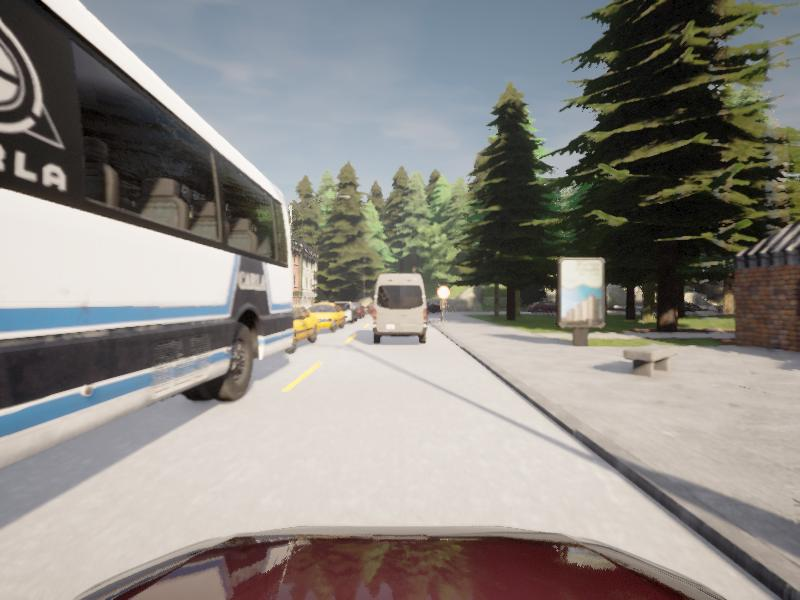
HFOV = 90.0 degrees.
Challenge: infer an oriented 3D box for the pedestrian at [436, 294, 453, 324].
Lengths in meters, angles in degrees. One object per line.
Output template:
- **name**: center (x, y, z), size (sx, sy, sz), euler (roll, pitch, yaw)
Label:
- **pedestrian**: center (2.825, 0.544, 25.530), size (0.751, 1.860, 0.751), euler (0, 0, -34)

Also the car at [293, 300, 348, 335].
- **car**: center (-3.999, 0.810, 21.028), size (1.801, 1.575, 5.366), euler (0, 0, 0)

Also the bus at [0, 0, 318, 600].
- **bus**: center (-3.878, -0.532, 4.184), size (3.944, 4.253, 10.273), euler (0, 0, 0)

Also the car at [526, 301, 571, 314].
- **car**: center (17.695, 0.890, 47.800), size (4.674, 1.442, 1.812), euler (0, 0, 0)

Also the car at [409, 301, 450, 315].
- **car**: center (3.486, 0.843, 45.968), size (1.882, 1.535, 5.008), euler (0, 0, 45)

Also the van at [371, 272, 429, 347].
- **van**: center (0.005, 0.329, 16.716), size (1.988, 2.561, 5.915), euler (0, 0, 0)

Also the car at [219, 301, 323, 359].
- **car**: center (-3.999, 0.807, 13.482), size (1.801, 1.575, 5.366), euler (0, 0, 0)

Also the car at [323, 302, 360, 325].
- **car**: center (-4.000, 0.865, 27.925), size (1.970, 1.475, 3.806), euler (0, 0, 0)
